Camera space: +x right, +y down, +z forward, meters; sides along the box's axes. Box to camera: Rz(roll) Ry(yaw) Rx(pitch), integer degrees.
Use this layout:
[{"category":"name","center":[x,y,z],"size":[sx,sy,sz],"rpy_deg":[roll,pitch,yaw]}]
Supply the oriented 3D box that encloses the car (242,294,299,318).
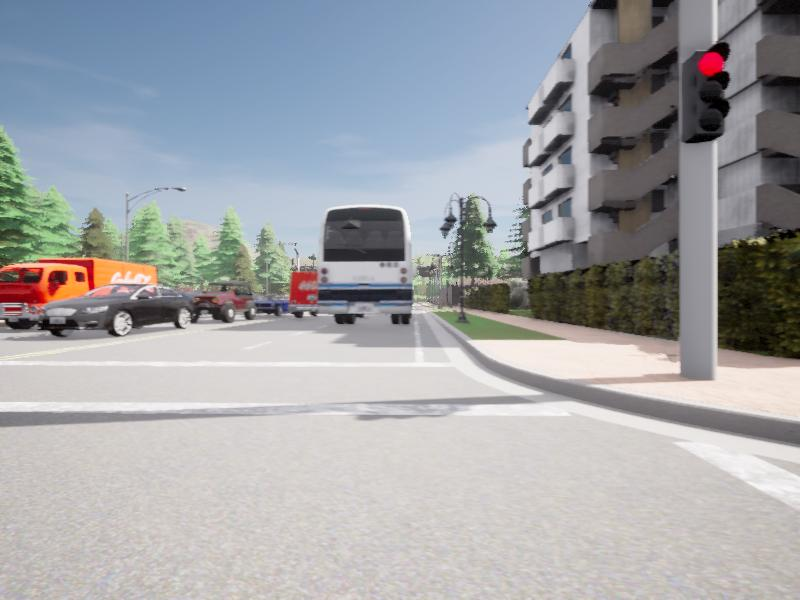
[{"category":"car","center":[-7.828,0.341,24.738],"size":[1.895,1.301,4.718],"rpy_deg":[0,0,2]}]

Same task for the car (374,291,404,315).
[{"category":"car","center":[-0.689,0.202,28.773],"size":[1.801,1.575,5.366],"rpy_deg":[0,0,2]}]

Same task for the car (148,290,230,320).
[{"category":"car","center":[-11.419,0.241,22.122],"size":[1.837,1.490,4.892],"rpy_deg":[0,0,2]}]

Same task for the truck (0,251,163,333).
[{"category":"truck","center":[-11.665,-0.247,14.769],"size":[2.627,2.467,5.204],"rpy_deg":[0,0,2]}]

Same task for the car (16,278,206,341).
[{"category":"car","center":[-8.250,0.233,12.194],"size":[2.128,1.511,4.902],"rpy_deg":[0,0,2]}]

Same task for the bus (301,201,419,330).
[{"category":"bus","center":[-1.160,-1.135,18.357],"size":[3.944,4.253,10.273],"rpy_deg":[0,0,2]}]

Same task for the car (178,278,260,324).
[{"category":"car","center":[-8.049,0.043,18.266],"size":[1.905,1.878,3.866],"rpy_deg":[0,0,2]}]

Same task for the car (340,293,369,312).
[{"category":"car","center":[-3.956,0.222,35.759],"size":[1.882,1.535,5.008],"rpy_deg":[0,0,2]}]

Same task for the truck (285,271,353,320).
[{"category":"truck","center":[-4.395,-0.244,22.792],"size":[2.627,2.467,5.204],"rpy_deg":[0,0,2]}]
